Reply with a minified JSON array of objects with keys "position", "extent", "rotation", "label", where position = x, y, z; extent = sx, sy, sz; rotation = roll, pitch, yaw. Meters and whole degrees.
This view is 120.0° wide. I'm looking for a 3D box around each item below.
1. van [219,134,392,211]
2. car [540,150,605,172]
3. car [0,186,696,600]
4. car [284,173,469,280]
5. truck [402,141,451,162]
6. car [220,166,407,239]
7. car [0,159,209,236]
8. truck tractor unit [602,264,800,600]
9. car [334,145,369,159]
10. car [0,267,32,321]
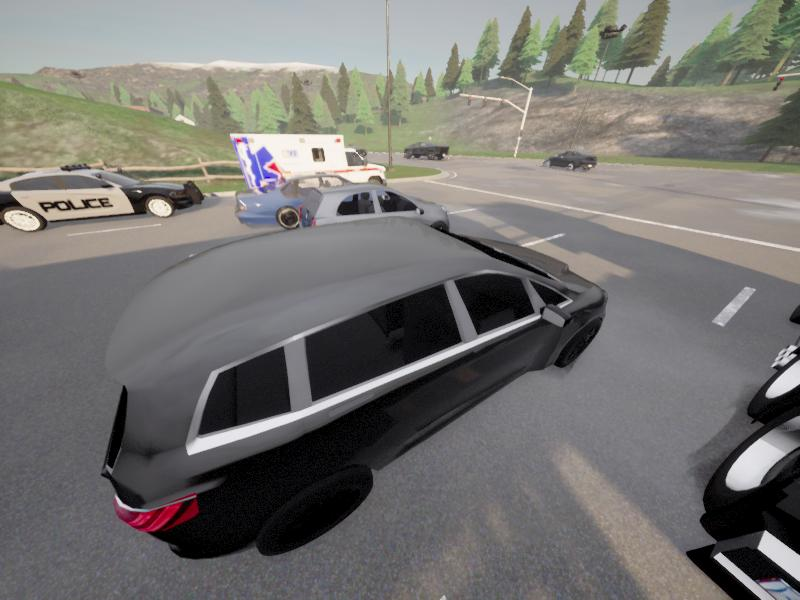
[{"position":[-3.732,-5.903,10.368],"extent":[6.366,2.431,2.351],"rotation":[-18,39,-24],"label":"van"},{"position":[15.920,-13.155,21.729],"extent":[1.837,1.490,4.892],"rotation":[-5,35,-10],"label":"car"},{"position":[0.243,0.018,2.523],"extent":[4.611,1.667,2.242],"rotation":[-18,39,-24],"label":"car"},{"position":[-0.486,-1.987,5.531],"extent":[3.633,1.501,1.845],"rotation":[-18,39,-24],"label":"car"},{"position":[3.423,-20.180,31.255],"extent":[6.274,2.098,2.390],"rotation":[29,44,35],"label":"truck"},{"position":[-2.598,-3.545,7.883],"extent":[5.357,1.411,2.033],"rotation":[-18,39,-24],"label":"car"},{"position":[-9.945,-3.561,7.652],"extent":[5.238,1.638,1.930],"rotation":[-18,39,-24],"label":"car"},{"position":[5.109,-0.303,0.786],"extent":[6.516,4.208,3.053],"rotation":[-18,39,-24],"label":"truck tractor unit"},{"position":[-7.411,-22.529,34.983],"extent":[5.238,1.638,1.930],"rotation":[22,40,28],"label":"car"},{"position":[-8.323,0.617,1.860],"extent":[5.357,1.411,2.033],"rotation":[-18,39,-24],"label":"car"}]
